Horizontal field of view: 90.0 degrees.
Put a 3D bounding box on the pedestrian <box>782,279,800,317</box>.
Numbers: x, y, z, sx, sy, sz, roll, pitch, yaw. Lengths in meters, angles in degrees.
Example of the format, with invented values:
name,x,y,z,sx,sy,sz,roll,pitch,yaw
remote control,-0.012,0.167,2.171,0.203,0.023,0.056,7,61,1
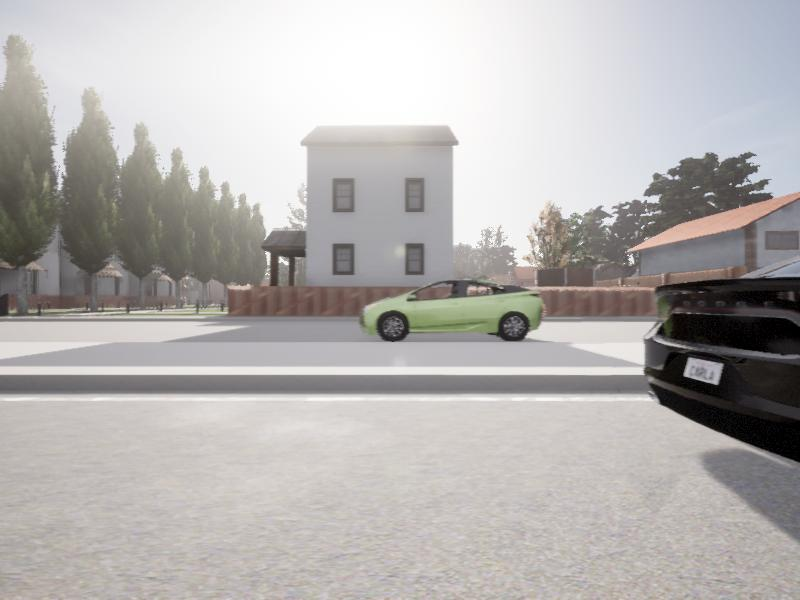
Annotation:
name,x,y,z,sx,sy,sz,roll,pitch,yaw
pedestrian,19.695,-0.115,19.847,0.751,1.860,0.751,0,0,-3

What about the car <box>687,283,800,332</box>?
name,x,y,z,sx,sy,sz,roll,pitch,yaw
car,13.058,0.222,13.698,4.974,1.542,2.038,0,0,0

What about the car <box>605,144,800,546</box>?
name,x,y,z,sx,sy,sz,roll,pitch,yaw
car,4.247,0.171,2.199,5.238,1.638,1.930,0,0,0

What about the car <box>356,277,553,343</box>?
name,x,y,z,sx,sy,sz,roll,pitch,yaw
car,1.254,0.228,10.200,4.514,1.525,2.007,0,0,0
